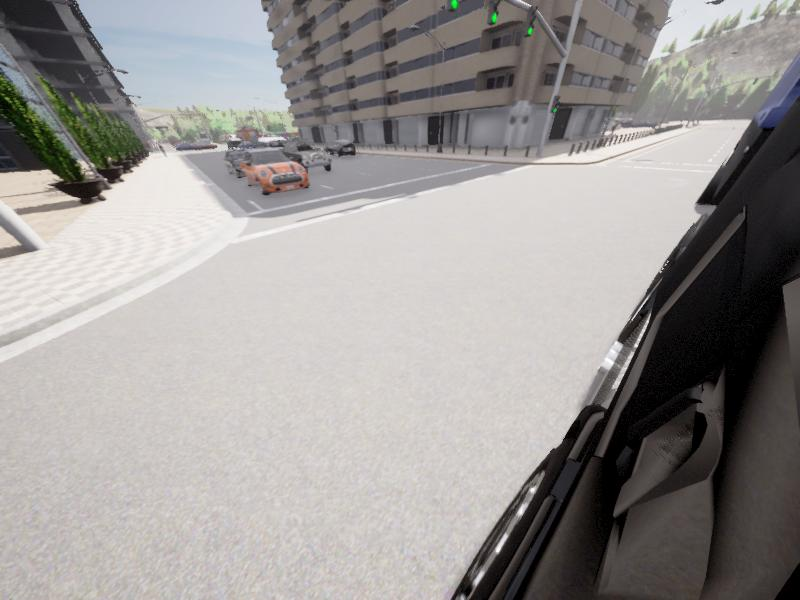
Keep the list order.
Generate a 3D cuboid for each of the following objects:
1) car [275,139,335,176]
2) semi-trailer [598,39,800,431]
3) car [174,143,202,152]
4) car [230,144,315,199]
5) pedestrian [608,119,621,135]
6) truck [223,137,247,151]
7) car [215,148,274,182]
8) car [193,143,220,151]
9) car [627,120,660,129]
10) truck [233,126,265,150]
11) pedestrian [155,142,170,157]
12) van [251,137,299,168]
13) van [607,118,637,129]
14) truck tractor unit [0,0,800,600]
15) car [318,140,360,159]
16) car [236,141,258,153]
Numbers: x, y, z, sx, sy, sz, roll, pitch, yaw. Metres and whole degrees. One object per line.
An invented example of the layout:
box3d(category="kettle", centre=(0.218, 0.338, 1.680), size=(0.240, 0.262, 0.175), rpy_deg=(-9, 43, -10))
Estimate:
box3d(category="car", centre=(-6.618, -9.961, 15.989), size=(1.932, 1.855, 4.605), rpy_deg=(-28, 43, -30))
box3d(category="semi-trailer", centre=(8.694, -3.599, 4.243), size=(14.254, 4.402, 2.717), rpy_deg=(-28, 44, -30))
box3d(category="car", centre=(-51.135, -36.770, 55.690), size=(4.674, 1.442, 1.812), rpy_deg=(-28, 43, -30))
box3d(category="car", centre=(-6.315, -6.441, 11.293), size=(2.097, 1.767, 4.553), rpy_deg=(-28, 43, -29))
box3d(category="pedestrian", centre=(32.800, -26.455, 35.290), size=(0.751, 1.860, 0.751), rpy_deg=(26, 46, 33))
box3d(category="truck", centre=(-33.617, -31.755, 47.070), size=(2.390, 2.098, 6.274), rpy_deg=(-28, 44, -30))
box3d(category="car", centre=(-10.733, -9.372, 15.791), size=(2.128, 1.511, 4.902), rpy_deg=(-28, 43, -30))
box3d(category="car", centre=(-46.301, -36.581, 55.215), size=(4.718, 1.301, 1.895), rpy_deg=(-28, 43, -30))
box3d(category="car", centre=(53.688, -38.707, 51.008), size=(1.812, 1.442, 4.674), rpy_deg=(-27, 43, -29))
box3d(category="truck", centre=(-32.827, -35.101, 50.076), size=(2.891, 3.827, 8.468), rpy_deg=(-29, 44, -30))
box3d(category="pedestrian", centre=(-35.975, -22.746, 34.989), size=(0.751, 1.860, 0.751), rpy_deg=(-24, 41, -26))
box3d(category="van", centre=(-10.953, -12.994, 20.243), size=(2.069, 2.038, 4.480), rpy_deg=(-28, 43, -30))
box3d(category="van", centre=(53.345, -42.455, 55.583), size=(2.069, 2.038, 4.480), rpy_deg=(-28, 43, -30))
box3d(category="truck tractor unit", centre=(2.645, -0.295, 0.351), size=(6.516, 4.208, 3.053), rpy_deg=(-28, 44, -30))
box3d(category="car", centre=(-6.655, -16.359, 24.952), size=(2.163, 1.488, 4.792), rpy_deg=(-28, 43, -30))
box3d(category="car", centre=(-27.118, -27.129, 40.849), size=(1.882, 1.535, 5.008), rpy_deg=(-28, 43, -30))
